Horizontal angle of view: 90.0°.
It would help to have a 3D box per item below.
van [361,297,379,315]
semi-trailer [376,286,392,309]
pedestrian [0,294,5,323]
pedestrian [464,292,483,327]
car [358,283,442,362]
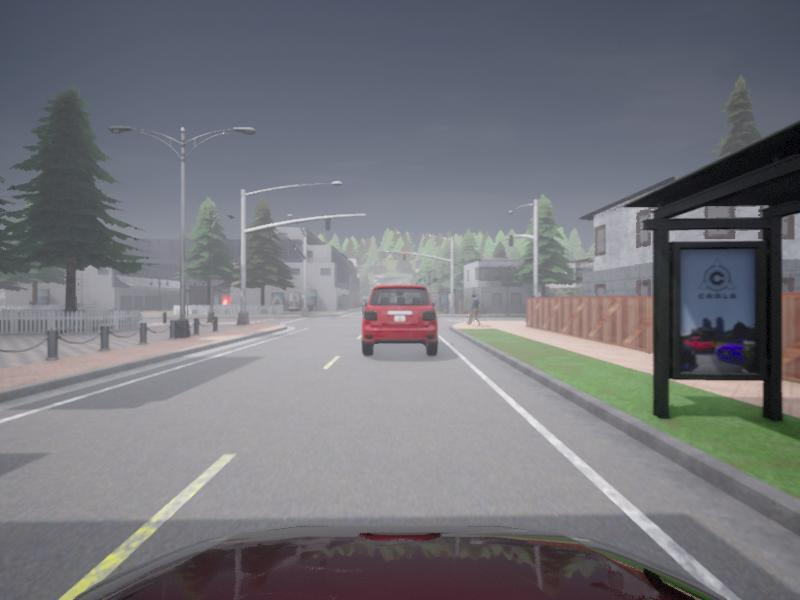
[{"bbox_3d":[-3.509,0.663,47.575,1.775,1.987,4.442,0,0,0],"label":"van"},{"bbox_3d":[-3.183,-0.503,83.965,2.717,4.402,14.254,0,0,0],"label":"semi-trailer"},{"bbox_3d":[-25.408,0.534,24.957,0.751,1.860,0.751,0,0,1],"label":"pedestrian"},{"bbox_3d":[4.031,0.518,21.913,0.751,1.860,0.751,0,0,-37],"label":"pedestrian"},{"bbox_3d":[-0.004,0.586,13.089,2.150,2.045,5.566,0,0,0],"label":"car"}]
